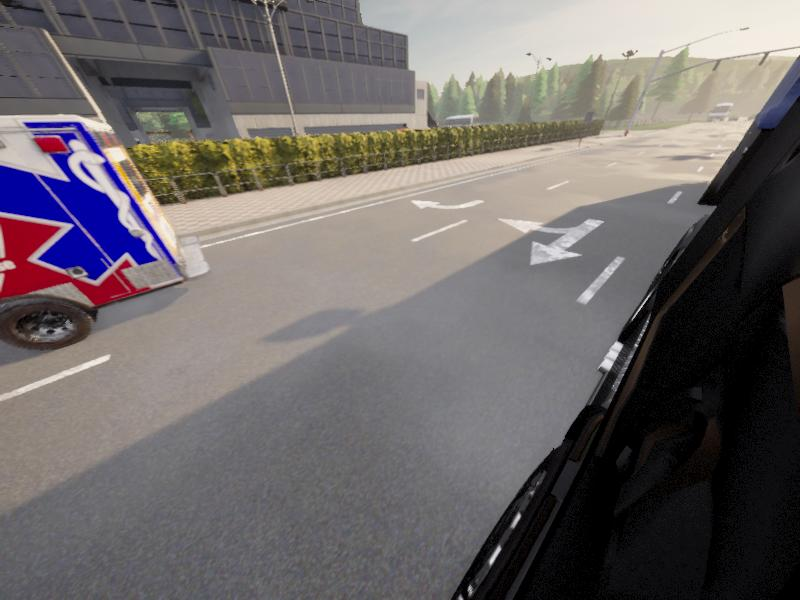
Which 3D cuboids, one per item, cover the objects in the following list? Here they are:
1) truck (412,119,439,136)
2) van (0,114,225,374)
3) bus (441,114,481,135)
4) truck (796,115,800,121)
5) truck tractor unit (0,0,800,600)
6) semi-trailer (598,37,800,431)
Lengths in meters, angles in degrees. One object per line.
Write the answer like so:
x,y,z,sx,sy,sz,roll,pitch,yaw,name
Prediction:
7.494,-51.733,69.494,2.891,3.827,8.468,-28,43,-30,truck
-6.250,-0.270,2.404,6.366,2.431,2.351,-28,44,-30,van
16.740,-48.680,64.423,3.944,4.253,10.273,-28,43,-30,bus
91.719,-41.552,51.404,5.204,2.467,2.627,-28,43,-30,truck
2.645,-0.295,0.351,6.516,4.208,3.053,-28,44,-30,truck tractor unit
8.705,-3.598,4.225,14.254,4.402,2.717,-28,43,-30,semi-trailer
